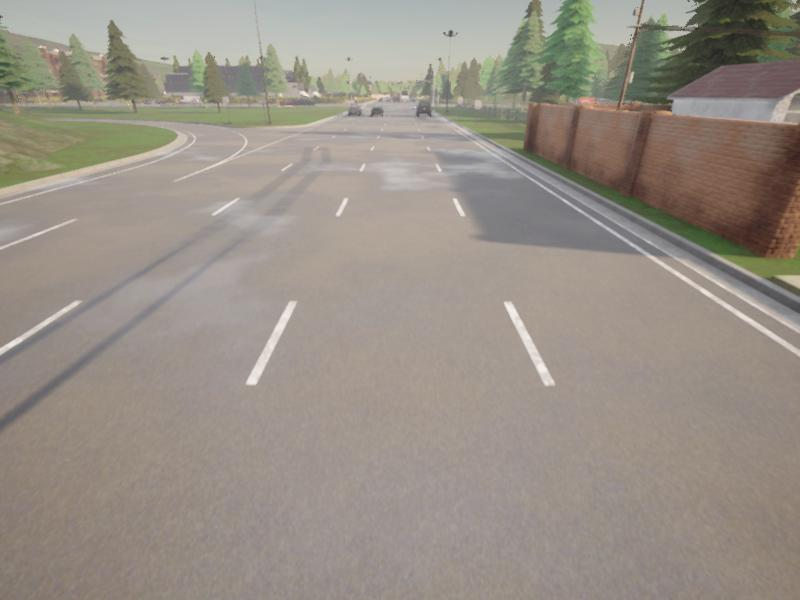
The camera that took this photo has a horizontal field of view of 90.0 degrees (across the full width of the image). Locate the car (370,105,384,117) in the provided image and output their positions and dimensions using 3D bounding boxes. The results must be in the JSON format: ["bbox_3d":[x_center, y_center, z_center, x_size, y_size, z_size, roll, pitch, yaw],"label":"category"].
[{"bbox_3d":[-3.418,-28.939,61.180,1.837,1.490,4.892,0,28,0],"label":"car"}]

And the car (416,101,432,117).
[{"bbox_3d":[3.582,-28.972,60.671,2.150,2.045,5.566,0,27,0],"label":"car"}]

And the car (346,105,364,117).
[{"bbox_3d":[-6.917,-29.356,61.954,2.128,1.511,4.902,0,27,0],"label":"car"}]
